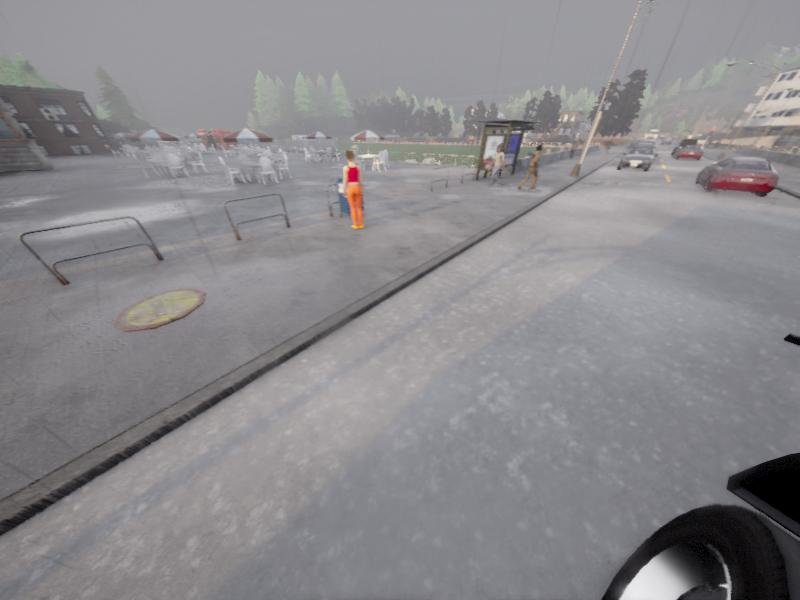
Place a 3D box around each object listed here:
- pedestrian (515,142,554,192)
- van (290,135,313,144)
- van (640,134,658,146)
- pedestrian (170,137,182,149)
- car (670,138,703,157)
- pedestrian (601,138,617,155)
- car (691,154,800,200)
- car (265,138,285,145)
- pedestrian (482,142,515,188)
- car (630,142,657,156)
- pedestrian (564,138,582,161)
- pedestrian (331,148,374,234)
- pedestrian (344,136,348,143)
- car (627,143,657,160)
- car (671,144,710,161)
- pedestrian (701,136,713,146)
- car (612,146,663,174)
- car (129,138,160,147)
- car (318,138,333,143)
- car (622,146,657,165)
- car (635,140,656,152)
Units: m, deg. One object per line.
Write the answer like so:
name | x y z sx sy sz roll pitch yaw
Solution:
pedestrian | 6.023 -5.991 10.443 0.751 1.860 0.751 -5 36 -7
van | -32.581 -53.510 76.909 2.351 2.431 6.366 27 44 33
van | 64.034 -41.120 59.381 2.351 2.431 6.366 27 44 33
pedestrian | -44.002 -30.851 45.448 0.751 1.860 0.751 -10 37 -14
car | 37.344 -20.006 30.255 1.905 1.878 3.866 27 44 33
pedestrian | 27.167 -19.984 30.045 0.751 1.860 0.751 -19 40 -25
car | 16.488 -6.169 11.320 1.994 1.385 4.181 26 43 32
car | -38.670 -49.193 71.590 2.038 1.542 4.974 27 44 33
pedestrian | 4.754 -6.560 11.243 0.751 1.860 0.751 -11 37 -15
car | 34.274 -21.308 32.516 2.033 1.411 5.357 27 44 33
pedestrian | 17.648 -15.332 23.532 0.751 1.860 0.751 27 44 33
pedestrian | -1.183 -2.795 5.969 0.751 1.860 0.751 -12 37 -16
pedestrian | -19.433 -57.390 82.609 0.751 1.860 0.751 27 44 33
car | 28.369 -17.484 27.072 1.837 1.490 4.892 27 44 33
car | 32.605 -16.688 26.056 1.994 1.385 4.181 26 43 31
pedestrian | 70.025 -36.315 52.696 0.751 1.860 0.751 29 45 34
car | 18.475 -10.971 17.936 2.128 1.511 4.902 28 44 34
car | -61.478 -37.882 55.583 2.097 1.767 4.553 27 44 33
car | -26.598 -57.094 82.610 2.033 1.649 4.856 27 44 33
car | 23.880 -14.475 23.028 1.895 1.301 4.718 27 44 33
car | 42.699 -26.796 40.119 1.837 1.490 4.892 29 44 34
